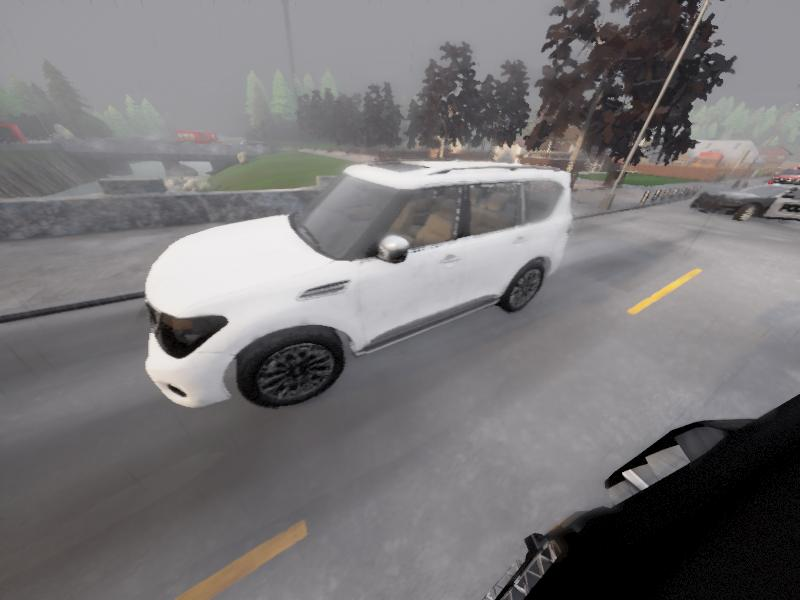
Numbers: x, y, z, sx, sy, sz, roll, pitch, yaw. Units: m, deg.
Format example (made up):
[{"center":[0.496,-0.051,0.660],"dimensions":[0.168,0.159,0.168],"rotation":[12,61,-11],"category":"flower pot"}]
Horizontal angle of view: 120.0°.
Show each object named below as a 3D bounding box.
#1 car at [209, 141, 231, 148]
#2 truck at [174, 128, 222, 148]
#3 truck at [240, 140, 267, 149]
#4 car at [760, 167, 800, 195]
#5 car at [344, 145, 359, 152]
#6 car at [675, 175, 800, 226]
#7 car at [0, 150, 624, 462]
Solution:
[{"center":[-50.489,-43.744,64.967],"dimensions":[4.514,1.525,2.007],"rotation":[-16,38,-26],"category":"car"},{"center":[-51.865,-41.771,59.739],"dimensions":[8.468,3.827,2.891],"rotation":[-16,38,-26],"category":"truck"},{"center":[-43.258,-46.083,68.425],"dimensions":[6.274,2.098,2.390],"rotation":[-16,38,-26],"category":"truck"},{"center":[37.751,-11.543,22.211],"dimensions":[5.566,2.045,2.150],"rotation":[-16,38,-26],"category":"car"},{"center":[-17.185,-53.458,81.626],"dimensions":[4.605,1.855,1.932],"rotation":[-16,38,-26],"category":"car"},{"center":[16.622,-4.449,10.364],"dimensions":[5.238,1.638,1.930],"rotation":[6,33,5],"category":"car"},{"center":[0.085,-0.777,3.272],"dimensions":[5.566,2.045,2.150],"rotation":[-16,38,-26],"category":"car"}]
